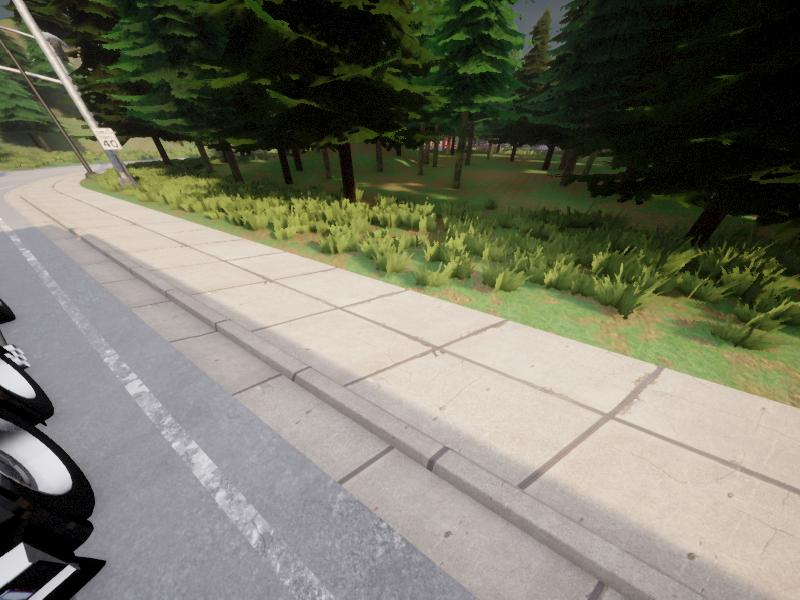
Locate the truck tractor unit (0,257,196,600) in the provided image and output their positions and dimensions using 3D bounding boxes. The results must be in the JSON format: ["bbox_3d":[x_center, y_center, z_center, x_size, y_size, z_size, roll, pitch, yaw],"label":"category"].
[{"bbox_3d":[-5.099,-0.312,0.797,6.516,4.208,3.053,19,39,25],"label":"truck tractor unit"}]
